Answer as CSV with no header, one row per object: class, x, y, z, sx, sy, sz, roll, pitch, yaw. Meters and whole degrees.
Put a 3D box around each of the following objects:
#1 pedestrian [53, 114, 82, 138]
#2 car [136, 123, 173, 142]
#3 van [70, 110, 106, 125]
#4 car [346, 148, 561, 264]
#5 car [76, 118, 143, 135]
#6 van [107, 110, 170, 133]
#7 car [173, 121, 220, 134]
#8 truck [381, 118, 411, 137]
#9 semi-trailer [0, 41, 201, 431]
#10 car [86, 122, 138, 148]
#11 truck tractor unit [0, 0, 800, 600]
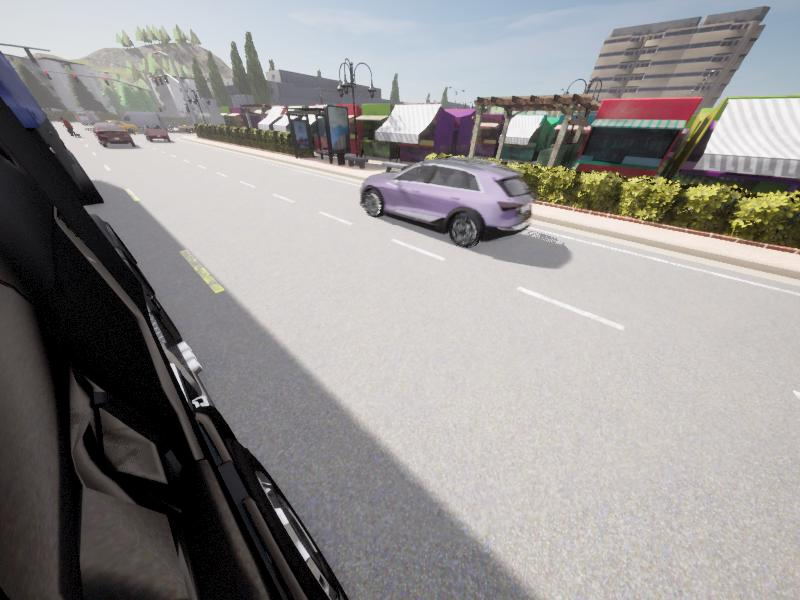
pedestrian,-33.922,-17.735,23.592,0.751,1.860,0.751,17,39,18
car,-25.603,-17.492,24.111,3.633,1.501,1.845,31,45,33
van,-68.426,-40.128,50.878,2.351,2.431,6.366,-18,42,-25
car,1.002,-2.847,6.151,4.856,1.649,2.033,29,44,30
car,-37.628,-22.638,30.179,1.801,1.575,5.366,6,37,5
van,-41.580,-28.557,37.038,5.915,2.561,1.988,-9,40,-15
car,-33.363,-28.384,38.126,1.801,1.575,5.366,30,45,31
truck,-1.091,-46.410,62.376,2.891,3.827,8.468,30,44,31
semi-trailer,-8.682,-3.618,4.239,14.254,4.402,2.717,28,44,30
car,-24.004,-13.765,19.228,5.008,1.535,1.882,29,44,30
truck tractor unit,-2.645,-0.295,0.351,6.516,4.208,3.053,28,44,30
